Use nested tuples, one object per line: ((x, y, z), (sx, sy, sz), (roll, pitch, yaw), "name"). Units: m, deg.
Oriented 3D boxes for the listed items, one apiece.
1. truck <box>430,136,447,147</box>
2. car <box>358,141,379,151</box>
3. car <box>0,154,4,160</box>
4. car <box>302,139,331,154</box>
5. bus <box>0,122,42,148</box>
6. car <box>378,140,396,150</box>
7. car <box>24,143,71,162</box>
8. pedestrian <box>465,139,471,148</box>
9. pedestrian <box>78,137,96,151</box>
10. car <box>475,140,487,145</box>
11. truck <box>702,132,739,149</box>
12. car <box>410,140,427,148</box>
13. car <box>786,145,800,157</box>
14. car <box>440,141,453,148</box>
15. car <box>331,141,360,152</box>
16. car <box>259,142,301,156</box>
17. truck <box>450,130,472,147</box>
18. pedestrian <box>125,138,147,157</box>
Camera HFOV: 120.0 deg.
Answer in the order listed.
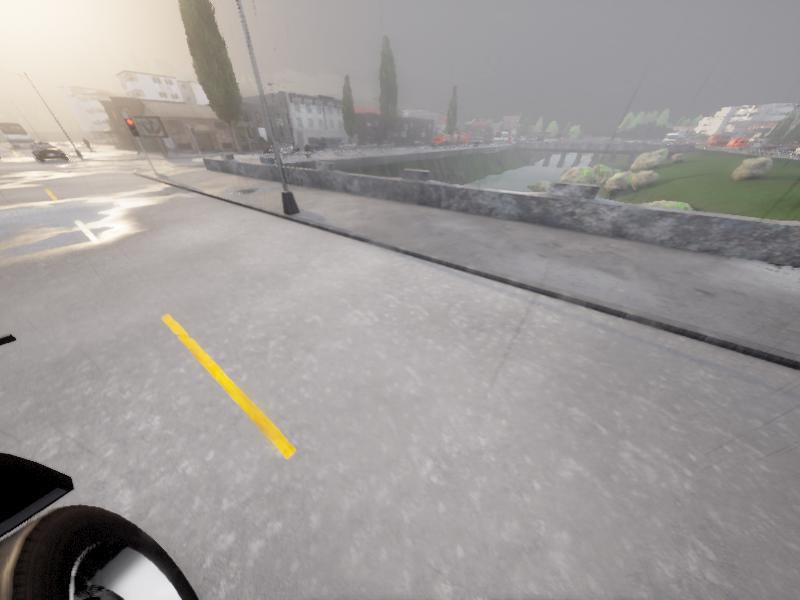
((11.158, -45.903, 66.899), (2.627, 2.467, 5.204), (22, 41, 28), "truck")
((-6.306, -31.360, 46.888), (1.851, 1.617, 3.988), (22, 41, 28), "car")
((-45.981, -16.427, 25.377), (3.988, 1.617, 1.851), (22, 41, 28), "car")
((-13.719, -25.432, 38.176), (1.905, 1.878, 3.866), (22, 41, 28), "car")
((-80.567, -34.526, 48.409), (10.273, 4.253, 3.944), (22, 41, 28), "bus")
((-2.880, -34.143, 50.862), (1.851, 1.617, 3.988), (22, 41, 28), "car")
((-37.881, -15.922, 24.796), (4.974, 1.542, 2.038), (22, 41, 28), "car")
((16.158, -37.185, 54.902), (0.751, 1.860, 0.751), (20, 40, 26), "pedestrian")
((-49.757, -24.766, 36.714), (0.751, 1.860, 0.751), (20, 40, 25), "pedestrian")
((28.675, -55.781, 81.816), (2.038, 1.542, 4.974), (22, 41, 28), "car")
((90.355, -45.150, 65.361), (2.891, 3.827, 8.468), (22, 41, 28), "truck")
((4.727, -40.337, 59.677), (1.930, 1.638, 5.238), (22, 41, 28), "car")
((65.075, -23.702, 36.690), (2.038, 1.542, 4.974), (22, 41, 28), "car")
((12.835, -42.866, 63.467), (1.816, 1.474, 4.193), (22, 41, 28), "car")
((-9.982, -28.367, 42.602), (2.152, 1.651, 5.027), (22, 41, 28), "car")
((-17.446, -22.230, 33.920), (2.038, 1.542, 4.974), (23, 41, 28), "car")
((18.328, -48.277, 69.148), (2.891, 3.827, 8.468), (22, 41, 28), "truck")
((-31.008, -17.918, 27.165), (0.751, 1.860, 0.751), (-8, 36, -12), "pedestrian")
